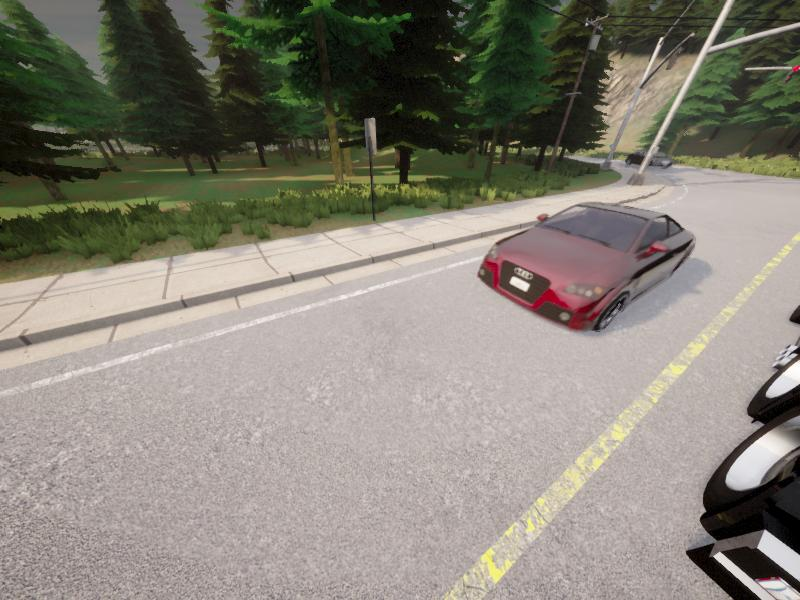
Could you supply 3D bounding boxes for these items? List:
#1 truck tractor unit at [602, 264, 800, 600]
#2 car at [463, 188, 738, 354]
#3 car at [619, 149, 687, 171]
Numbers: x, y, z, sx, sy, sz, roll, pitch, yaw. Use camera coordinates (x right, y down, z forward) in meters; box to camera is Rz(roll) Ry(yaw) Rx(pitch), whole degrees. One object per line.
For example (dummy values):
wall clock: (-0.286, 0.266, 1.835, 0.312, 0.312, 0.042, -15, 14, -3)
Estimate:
truck tractor unit: (5.110, -0.302, 0.782, 6.516, 4.208, 3.053, -18, 39, -24)
car: (3.514, -0.959, 4.202, 4.181, 1.385, 1.994, -18, 39, -25)
car: (24.670, -13.956, 22.892, 2.128, 1.511, 4.902, 7, 35, 9)
